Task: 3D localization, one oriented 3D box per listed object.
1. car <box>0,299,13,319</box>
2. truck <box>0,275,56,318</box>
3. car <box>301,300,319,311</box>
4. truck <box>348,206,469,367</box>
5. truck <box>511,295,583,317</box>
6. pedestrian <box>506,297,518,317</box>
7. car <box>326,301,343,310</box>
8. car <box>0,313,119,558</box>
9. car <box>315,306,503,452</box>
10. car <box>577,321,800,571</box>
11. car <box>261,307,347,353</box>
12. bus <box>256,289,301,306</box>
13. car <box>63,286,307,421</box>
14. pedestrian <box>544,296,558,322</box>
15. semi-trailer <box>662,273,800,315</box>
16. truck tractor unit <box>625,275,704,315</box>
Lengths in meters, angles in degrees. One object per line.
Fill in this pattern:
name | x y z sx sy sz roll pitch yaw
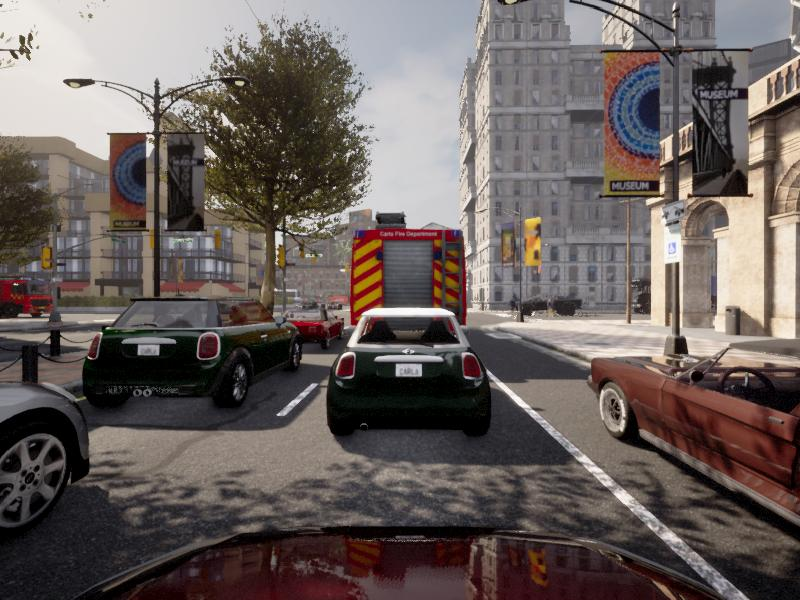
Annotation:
car | -36.048 0.771 33.548 5.238 1.638 1.930 0 0 0
truck | -37.345 -0.320 37.063 8.468 3.827 2.891 0 0 1
car | -13.798 0.815 61.323 1.789 1.549 3.705 0 0 1
truck | 0.274 -0.321 13.781 2.891 3.827 8.468 0 0 1
truck | 14.540 0.541 39.839 6.274 2.098 2.390 0 0 1
pedestrian | 10.209 0.637 36.488 0.751 1.860 0.751 0 0 -6
car | -10.261 0.853 63.188 1.970 1.475 3.806 0 0 1
car | -3.473 0.853 1.600 1.970 1.475 3.806 0 0 1
car | 0.119 0.853 6.110 1.970 1.475 3.806 0 0 1
car | 3.308 0.938 3.058 1.895 1.301 4.718 0 0 1
car | -3.218 0.944 14.445 1.895 1.301 4.718 0 0 1
bus | -30.942 -0.539 102.441 10.273 4.253 3.944 0 0 2
car | -3.355 0.694 7.527 2.097 1.767 4.553 0 0 1
pedestrian | 11.085 0.637 29.316 0.751 1.860 0.751 0 0 1
semi-trailer | 36.272 -0.618 42.990 14.254 4.402 2.717 0 0 1
truck tractor unit | 28.363 -0.522 43.135 6.516 4.208 3.053 0 0 1
